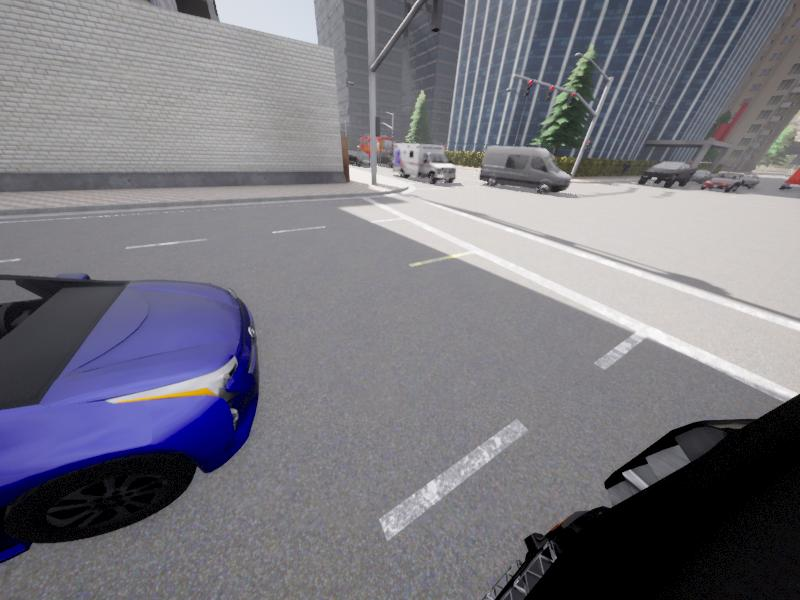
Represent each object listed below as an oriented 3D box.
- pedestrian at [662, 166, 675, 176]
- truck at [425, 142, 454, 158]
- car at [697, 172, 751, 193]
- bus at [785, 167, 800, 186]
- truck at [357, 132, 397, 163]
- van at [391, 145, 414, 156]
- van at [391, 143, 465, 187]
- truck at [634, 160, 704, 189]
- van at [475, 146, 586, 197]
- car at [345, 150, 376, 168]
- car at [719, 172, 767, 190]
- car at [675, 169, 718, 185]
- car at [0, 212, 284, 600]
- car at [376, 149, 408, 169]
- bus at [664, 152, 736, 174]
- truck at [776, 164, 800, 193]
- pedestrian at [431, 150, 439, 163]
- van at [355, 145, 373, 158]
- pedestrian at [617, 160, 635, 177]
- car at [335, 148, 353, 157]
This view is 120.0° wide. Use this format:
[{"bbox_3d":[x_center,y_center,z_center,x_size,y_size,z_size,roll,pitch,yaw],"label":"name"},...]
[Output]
[{"bbox_3d":[41.781,-20.114,35.957,0.751,1.300,0.751,-18,39,-28],"label":"pedestrian"},{"bbox_3d":[12.440,-47.502,73.061,8.468,3.827,2.891,-16,38,-26],"label":"truck"},{"bbox_3d":[29.756,-10.837,21.222,4.193,1.474,1.816,-16,38,-26],"label":"car"},{"bbox_3d":[60.437,-18.503,32.615,10.273,4.253,3.944,-16,38,-26],"label":"bus"},{"bbox_3d":[-3.939,-24.965,37.873,2.891,3.827,8.468,-16,38,-26],"label":"truck"},{"bbox_3d":[0.803,-43.567,67.489,6.366,2.431,2.351,-16,38,-26],"label":"van"},{"bbox_3d":[1.842,-10.862,18.348,2.351,2.431,6.366,-16,38,-26],"label":"van"},{"bbox_3d":[26.469,-12.397,22.755,6.274,2.098,2.390,-16,38,-26],"label":"truck"},{"bbox_3d":[8.633,-9.084,16.067,1.988,2.561,5.915,-26,43,-35],"label":"van"},{"bbox_3d":[-4.853,-17.169,28.051,2.033,1.649,4.856,-16,38,-26],"label":"car"},{"bbox_3d":[37.001,-12.846,24.902,4.181,1.385,1.994,-16,38,-26],"label":"car"},{"bbox_3d":[34.922,-14.520,27.194,4.674,1.442,1.812,-16,38,-26],"label":"car"},{"bbox_3d":[-3.366,0.745,1.185,4.514,1.525,2.007,-16,38,-26],"label":"car"},{"bbox_3d":[-1.144,-17.458,28.547,1.932,1.855,4.605,-16,38,-26],"label":"car"},{"bbox_3d":[79.139,-36.606,61.410,3.944,4.253,10.273,-16,38,-26],"label":"bus"},{"bbox_3d":[44.609,-13.202,25.072,5.204,2.467,2.627,-17,38,-24],"label":"truck"},{"bbox_3d":[5.863,-24.029,38.676,0.751,1.860,0.751,-14,37,-24],"label":"pedestrian"},{"bbox_3d":[-7.803,-31.886,49.613,2.069,2.038,4.480,-16,38,-26],"label":"van"},{"bbox_3d":[28.177,-16.415,28.832,0.751,1.860,0.751,-21,41,-32],"label":"pedestrian"},{"bbox_3d":[-12.211,-32.117,50.202,2.033,1.411,5.357,-16,38,-26],"label":"car"}]
